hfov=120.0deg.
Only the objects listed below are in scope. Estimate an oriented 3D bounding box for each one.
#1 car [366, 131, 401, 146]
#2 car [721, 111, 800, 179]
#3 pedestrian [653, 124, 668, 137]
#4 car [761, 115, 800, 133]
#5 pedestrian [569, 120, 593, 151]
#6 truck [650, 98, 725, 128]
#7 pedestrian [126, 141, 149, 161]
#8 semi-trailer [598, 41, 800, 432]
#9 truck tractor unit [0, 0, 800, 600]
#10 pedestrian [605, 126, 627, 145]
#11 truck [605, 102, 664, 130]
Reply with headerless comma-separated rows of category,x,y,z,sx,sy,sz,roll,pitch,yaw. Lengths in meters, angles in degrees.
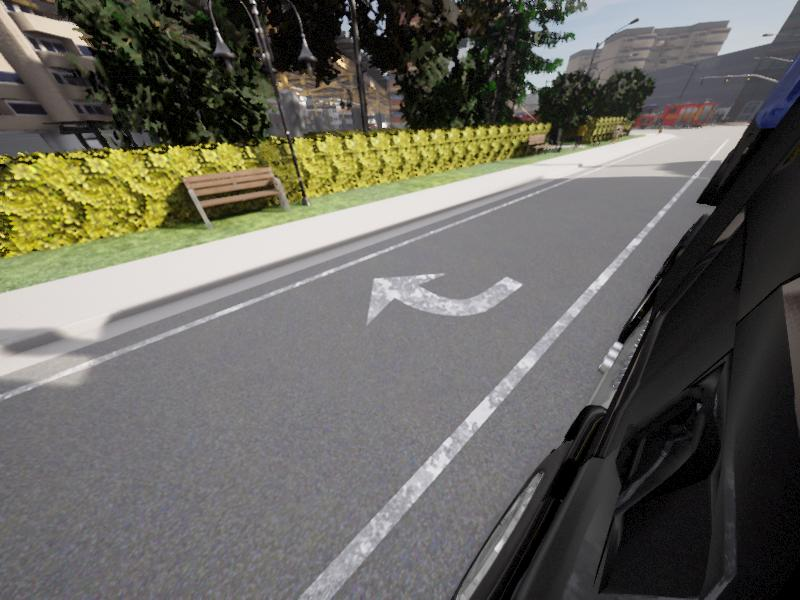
car,-2.539,-25.101,35.868,5.027,1.651,2.152,2,37,6
car,16.566,-6.882,10.003,5.566,2.045,2.150,-28,44,-30
pedestrian,27.959,-18.218,24.813,0.500,1.100,0.500,-17,39,-18
car,42.137,-18.713,24.525,4.674,1.442,1.812,-8,36,-7
pedestrian,13.589,-12.366,17.364,0.751,1.860,0.751,27,46,33
truck,51.577,-33.711,42.029,2.891,3.827,8.468,1,36,5
pedestrian,-31.111,-17.655,27.391,0.751,1.860,0.751,3,37,7
semi-trailer,8.687,-3.625,4.219,14.254,4.402,2.717,-28,44,-30
truck tractor unit,2.645,-0.295,0.352,6.516,4.208,3.053,-28,44,-30
pedestrian,18.521,-14.108,19.817,0.751,1.300,0.751,-24,42,-25
truck,44.820,-35.393,44.759,2.891,3.827,8.468,1,36,5
